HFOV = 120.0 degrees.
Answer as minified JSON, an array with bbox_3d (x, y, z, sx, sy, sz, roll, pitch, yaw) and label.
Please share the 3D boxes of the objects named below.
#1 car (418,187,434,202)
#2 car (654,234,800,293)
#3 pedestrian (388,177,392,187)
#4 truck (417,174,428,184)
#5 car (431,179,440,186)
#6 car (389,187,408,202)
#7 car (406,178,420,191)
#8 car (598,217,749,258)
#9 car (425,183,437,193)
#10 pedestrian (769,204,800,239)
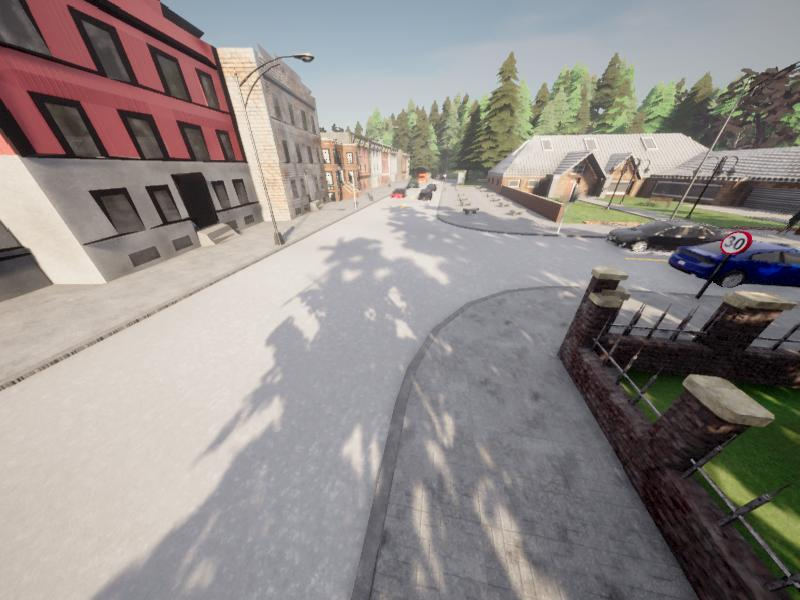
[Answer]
[{"bbox_3d":[3.823,-15.443,33.684,1.837,1.490,4.892,5,30,9],"label":"car"},{"bbox_3d":[13.896,-1.451,8.981,5.008,1.535,1.882,5,30,8],"label":"car"},{"bbox_3d":[-2.254,-25.586,50.205,0.751,1.860,0.751,-3,30,-5],"label":"pedestrian"},{"bbox_3d":[6.494,-34.726,66.121,2.627,2.467,5.204,5,30,9],"label":"truck"},{"bbox_3d":[9.143,-30.264,59.557,1.895,1.301,4.718,5,30,9],"label":"car"},{"bbox_3d":[-0.134,-15.716,34.203,2.007,1.525,4.514,5,30,9],"label":"car"},{"bbox_3d":[2.860,-24.368,48.612,2.150,2.045,5.566,5,30,9],"label":"car"},{"bbox_3d":[14.250,-3.433,12.458,4.892,1.490,1.837,6,30,10],"label":"car"},{"bbox_3d":[6.078,-21.726,44.682,1.994,1.385,4.181,5,30,9],"label":"car"},{"bbox_3d":[24.366,-4.842,14.275,0.751,1.860,0.751,22,37,33],"label":"pedestrian"}]
